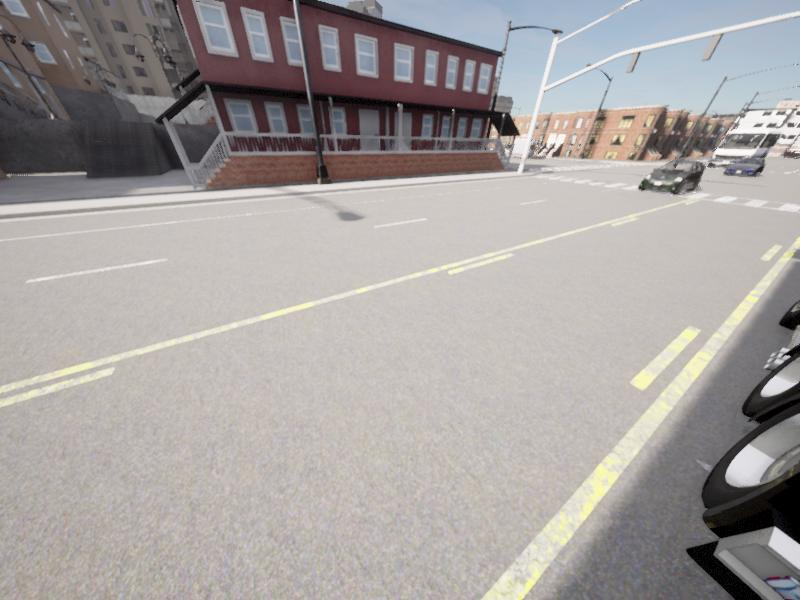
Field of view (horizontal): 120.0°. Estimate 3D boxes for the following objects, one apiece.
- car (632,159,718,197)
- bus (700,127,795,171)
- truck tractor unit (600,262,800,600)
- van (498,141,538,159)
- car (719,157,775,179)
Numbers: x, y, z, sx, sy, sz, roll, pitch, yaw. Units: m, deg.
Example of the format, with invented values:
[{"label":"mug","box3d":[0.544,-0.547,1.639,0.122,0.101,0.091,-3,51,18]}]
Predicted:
[{"label":"car","box3d":[16.128,-7.253,13.591,3.988,1.617,1.851,-18,39,-25]},{"label":"bus","box3d":[45.426,-19.868,30.222,10.273,4.253,3.944,-18,39,-24]},{"label":"truck tractor unit","box3d":[5.152,-0.233,0.832,6.516,4.208,3.053,-16,40,-26]},{"label":"van","box3d":[21.210,-27.313,41.904,1.988,2.561,5.915,-17,39,-25]},{"label":"car","box3d":[32.029,-12.248,21.324,4.193,1.474,1.816,-18,39,-25]}]
